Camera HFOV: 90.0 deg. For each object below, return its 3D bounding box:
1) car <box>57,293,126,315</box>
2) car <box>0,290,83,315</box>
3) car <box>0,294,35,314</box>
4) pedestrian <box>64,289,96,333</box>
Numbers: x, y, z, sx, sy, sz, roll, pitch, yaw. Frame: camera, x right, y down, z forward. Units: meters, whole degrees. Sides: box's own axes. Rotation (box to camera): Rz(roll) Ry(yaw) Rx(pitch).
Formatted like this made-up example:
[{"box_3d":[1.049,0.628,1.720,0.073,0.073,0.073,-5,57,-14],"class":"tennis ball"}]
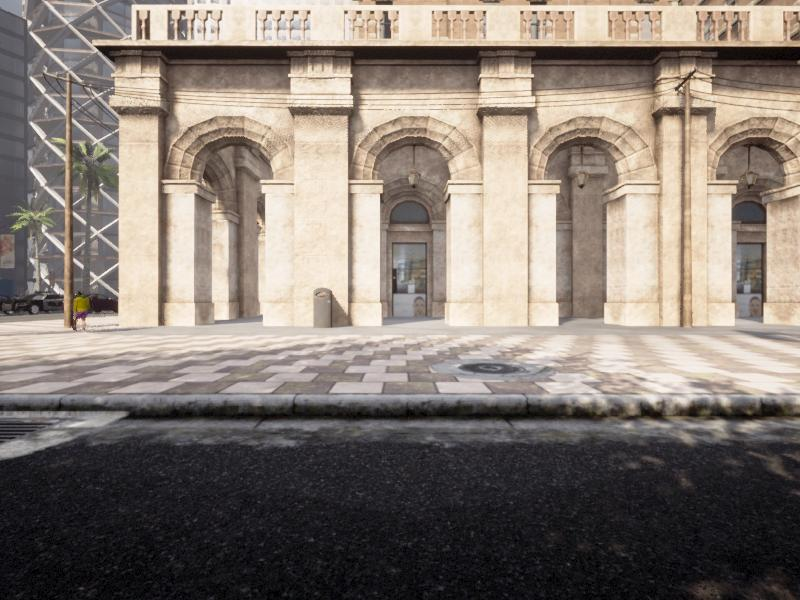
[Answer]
[{"box_3d":[-22.326,0.254,29.207,1.816,1.474,4.193,0,0,0],"class":"car"},{"box_3d":[-25.842,0.170,28.809,1.930,1.638,5.238,0,0,0],"class":"car"},{"box_3d":[-29.345,0.294,28.373,2.033,1.411,5.357,0,0,0],"class":"car"},{"box_3d":[-8.211,0.265,10.273,0.500,1.100,0.500,0,0,31],"class":"pedestrian"}]
